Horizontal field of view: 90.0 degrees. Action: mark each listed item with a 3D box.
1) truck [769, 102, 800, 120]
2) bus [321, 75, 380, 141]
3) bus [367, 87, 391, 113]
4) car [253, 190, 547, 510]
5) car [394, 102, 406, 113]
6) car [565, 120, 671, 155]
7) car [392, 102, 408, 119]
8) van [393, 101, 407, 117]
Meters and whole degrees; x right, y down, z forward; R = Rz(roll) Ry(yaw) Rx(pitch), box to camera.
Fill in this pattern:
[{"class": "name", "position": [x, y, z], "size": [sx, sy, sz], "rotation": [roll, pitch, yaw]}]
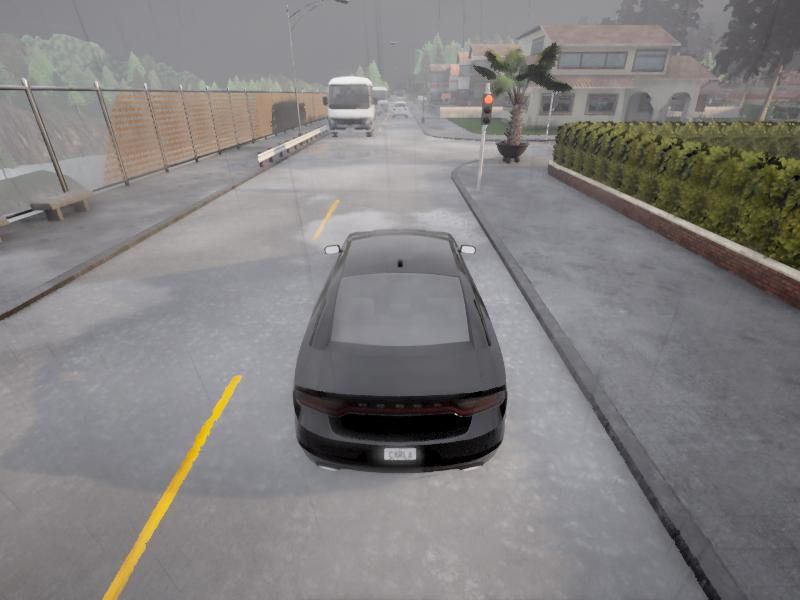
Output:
[{"class": "truck", "position": [53.543, -25.249, 53.422], "size": [2.390, 2.098, 6.274], "rotation": [0, 27, 0]}, {"class": "bus", "position": [-3.751, -16.160, 33.390], "size": [3.944, 4.253, 10.273], "rotation": [-1, 28, -2]}, {"class": "bus", "position": [-3.860, -38.551, 76.946], "size": [3.944, 4.253, 10.273], "rotation": [0, 27, 0]}, {"class": "car", "position": [0.002, -0.110, 5.141], "size": [1.882, 1.535, 5.008], "rotation": [0, 27, 0]}, {"class": "car", "position": [0.019, -37.242, 77.379], "size": [2.242, 1.667, 4.611], "rotation": [0, 27, 0]}, {"class": "car", "position": [12.370, -9.393, 23.052], "size": [4.611, 1.667, 2.242], "rotation": [0, 27, 0]}, {"class": "car", "position": [0.014, -27.118, 57.125], "size": [2.150, 2.045, 5.566], "rotation": [0, 27, 0]}, {"class": "van", "position": [0.015, -30.109, 62.957], "size": [2.069, 2.038, 4.480], "rotation": [0, 27, 0]}]
